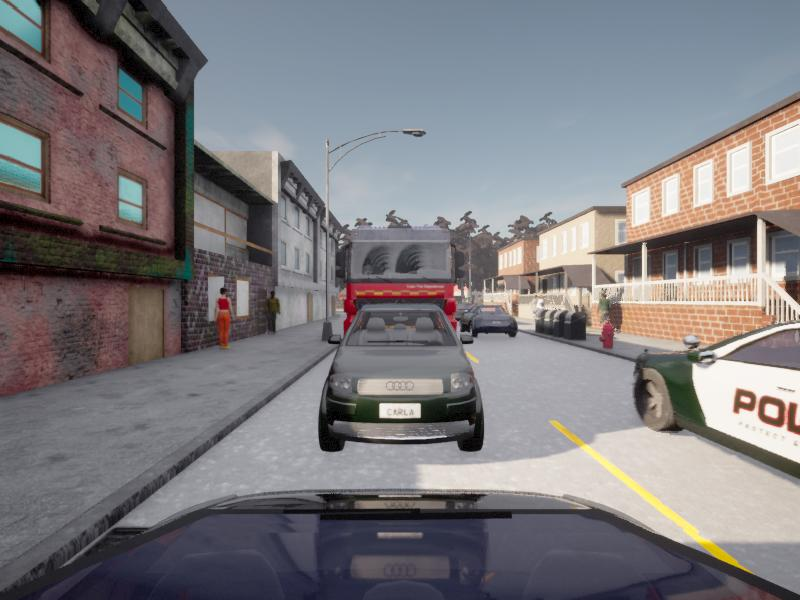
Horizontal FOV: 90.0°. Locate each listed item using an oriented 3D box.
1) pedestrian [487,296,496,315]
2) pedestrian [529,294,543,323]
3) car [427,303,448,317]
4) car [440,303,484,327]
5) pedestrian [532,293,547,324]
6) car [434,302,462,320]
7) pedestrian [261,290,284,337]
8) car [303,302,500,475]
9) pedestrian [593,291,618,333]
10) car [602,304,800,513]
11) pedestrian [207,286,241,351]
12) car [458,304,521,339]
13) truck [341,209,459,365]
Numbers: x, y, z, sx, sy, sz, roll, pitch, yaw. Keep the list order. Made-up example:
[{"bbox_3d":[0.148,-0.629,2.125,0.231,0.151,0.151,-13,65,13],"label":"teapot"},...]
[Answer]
[{"bbox_3d":[9.253,0.533,40.313,0.751,1.860,0.751,0,0,1],"label":"pedestrian"},{"bbox_3d":[8.708,0.533,25.621,0.751,1.860,0.751,0,0,8],"label":"pedestrian"},{"bbox_3d":[3.728,0.944,40.603,1.895,1.301,4.718,0,0,2],"label":"car"},{"bbox_3d":[3.970,0.895,26.452,2.033,1.411,5.357,0,0,0],"label":"car"},{"bbox_3d":[8.646,0.533,24.811,0.751,1.860,0.751,0,0,12],"label":"pedestrian"},{"bbox_3d":[3.915,0.870,33.546,1.812,1.442,4.674,0,0,0],"label":"car"},{"bbox_3d":[-5.218,0.533,16.401,0.751,1.860,0.751,0,0,-3],"label":"pedestrian"},{"bbox_3d":[0.007,0.815,5.489,1.789,1.549,3.705,0,0,0],"label":"car"},{"bbox_3d":[9.206,0.533,17.956,0.751,1.860,0.751,0,0,-1],"label":"pedestrian"},{"bbox_3d":[4.018,0.825,3.429,2.038,1.542,4.974,0,0,0],"label":"car"},{"bbox_3d":[-5.251,0.533,11.954,0.751,1.860,0.751,0,0,-8],"label":"pedestrian"},{"bbox_3d":[3.987,0.907,18.568,1.994,1.385,4.181,0,0,0],"label":"car"},{"bbox_3d":[-0.010,-0.321,14.022,2.891,3.827,8.468,0,0,0],"label":"truck"}]
